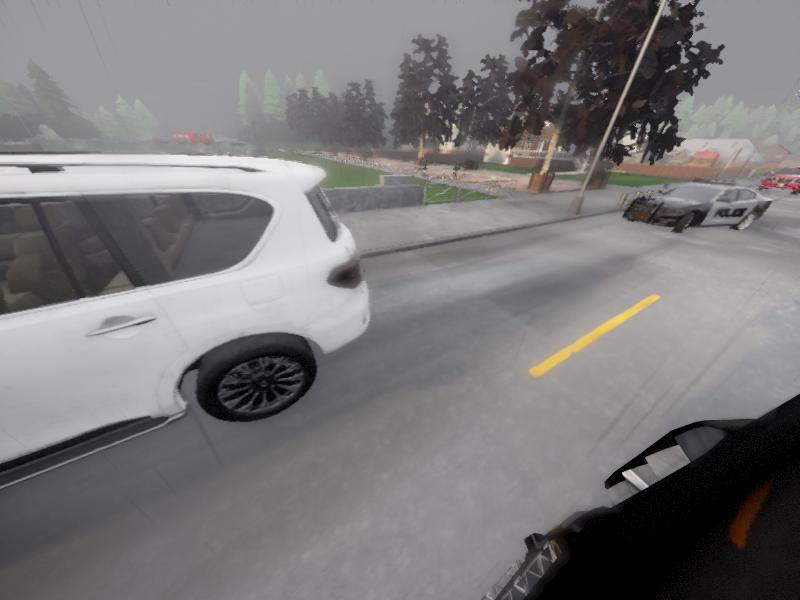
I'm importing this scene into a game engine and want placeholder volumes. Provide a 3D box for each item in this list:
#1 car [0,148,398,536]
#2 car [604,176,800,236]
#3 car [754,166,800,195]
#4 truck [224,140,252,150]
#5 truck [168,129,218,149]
[{"bbox_3d":[-2.987,0.107,1.728,5.566,2.045,2.150,-17,38,-26],"label":"car"},{"bbox_3d":[11.124,-3.644,8.717,5.238,1.638,1.930,-6,34,-12],"label":"car"},{"bbox_3d":[35.405,-10.950,21.020,5.566,2.045,2.150,-16,38,-26],"label":"car"},{"bbox_3d":[-46.805,-44.886,66.771,6.274,2.098,2.390,-16,38,-26],"label":"truck"},{"bbox_3d":[-52.814,-41.310,59.394,8.468,3.827,2.891,-16,38,-26],"label":"truck"}]
